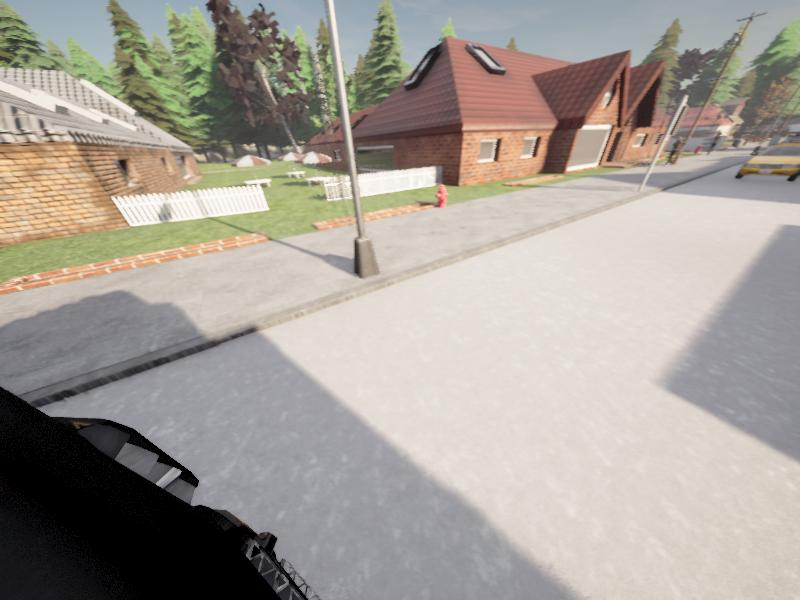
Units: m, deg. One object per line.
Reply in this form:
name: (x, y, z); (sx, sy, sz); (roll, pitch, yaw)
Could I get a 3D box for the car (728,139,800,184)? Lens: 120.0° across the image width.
car: (19.213, -7.084, 11.615); (5.366, 1.575, 1.801); (-20, 37, -24)

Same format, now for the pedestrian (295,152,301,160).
pedestrian: (-27.585, -38.930, 62.381); (0.751, 1.860, 0.751); (11, 36, 19)

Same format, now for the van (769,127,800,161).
van: (30.435, -11.669, 17.195); (4.480, 2.038, 2.069); (-21, 38, -25)

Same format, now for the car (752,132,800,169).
car: (25.070, -9.483, 14.560); (4.553, 1.767, 2.097); (-21, 38, -25)

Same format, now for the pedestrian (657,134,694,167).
pedestrian: (19.045, -10.341, 16.018); (0.751, 1.860, 0.751); (-10, 34, -10)

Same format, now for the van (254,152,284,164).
van: (-34.702, -37.860, 61.438); (6.366, 2.431, 2.351); (-21, 38, -25)

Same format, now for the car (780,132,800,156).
car: (36.274, -13.770, 20.220); (4.611, 1.667, 2.242); (-21, 38, -25)

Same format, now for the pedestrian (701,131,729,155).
pedestrian: (29.828, -14.844, 21.922); (0.751, 1.860, 0.751); (-21, 38, -25)
